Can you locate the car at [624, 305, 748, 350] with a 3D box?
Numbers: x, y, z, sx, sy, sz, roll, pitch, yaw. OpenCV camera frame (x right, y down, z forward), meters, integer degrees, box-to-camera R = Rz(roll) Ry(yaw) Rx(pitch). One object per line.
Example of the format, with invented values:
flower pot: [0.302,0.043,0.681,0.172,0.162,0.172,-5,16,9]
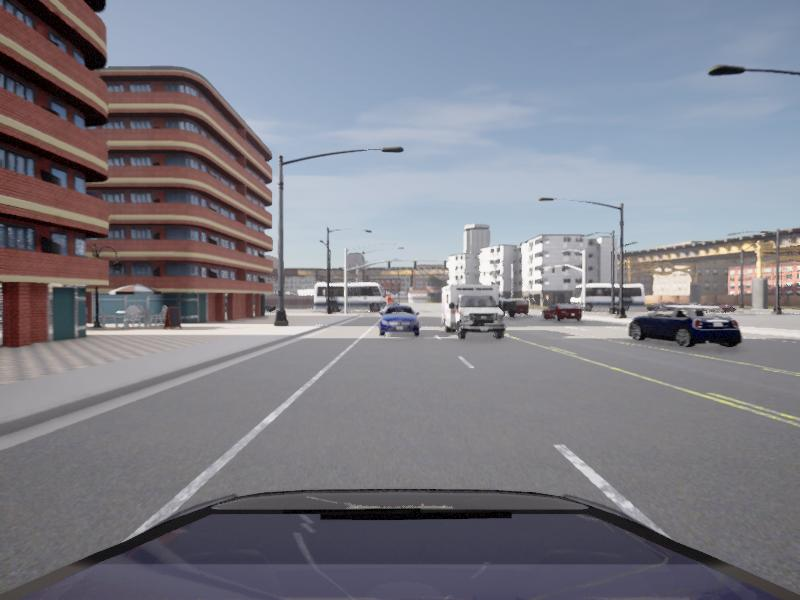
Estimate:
car: [10.779,0.955,15.478,1.970,1.475,3.806,0,0,-3]

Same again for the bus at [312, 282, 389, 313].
bus: [-6.883,-0.322,57.015,10.273,4.253,3.944,0,-1,4]

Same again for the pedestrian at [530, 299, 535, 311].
pedestrian: [21.653,0.778,65.248,0.751,1.860,0.751,0,1,15]

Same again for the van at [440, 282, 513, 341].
van: [3.477,0.512,19.726,2.351,2.431,6.366,0,0,0]

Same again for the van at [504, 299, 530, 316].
van: [13.999,0.855,48.169,1.775,1.987,4.442,0,1,0]

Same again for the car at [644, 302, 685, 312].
car: [40.670,1.028,61.620,4.792,1.488,2.163,0,1,0]

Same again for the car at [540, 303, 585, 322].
car: [13.968,1.064,34.749,1.882,1.535,5.008,0,-1,0]

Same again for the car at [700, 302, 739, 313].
car: [46.534,1.062,58.345,4.193,1.474,1.816,0,1,1]

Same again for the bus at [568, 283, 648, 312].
bus: [31.689,-0.354,61.348,10.273,4.253,3.944,0,1,-1]

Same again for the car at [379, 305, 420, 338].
car: [-0.018,1.007,20.177,1.812,1.442,4.674,0,0,0]

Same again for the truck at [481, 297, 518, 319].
truck: [10.468,0.805,42.778,2.390,2.098,6.274,0,0,0]
